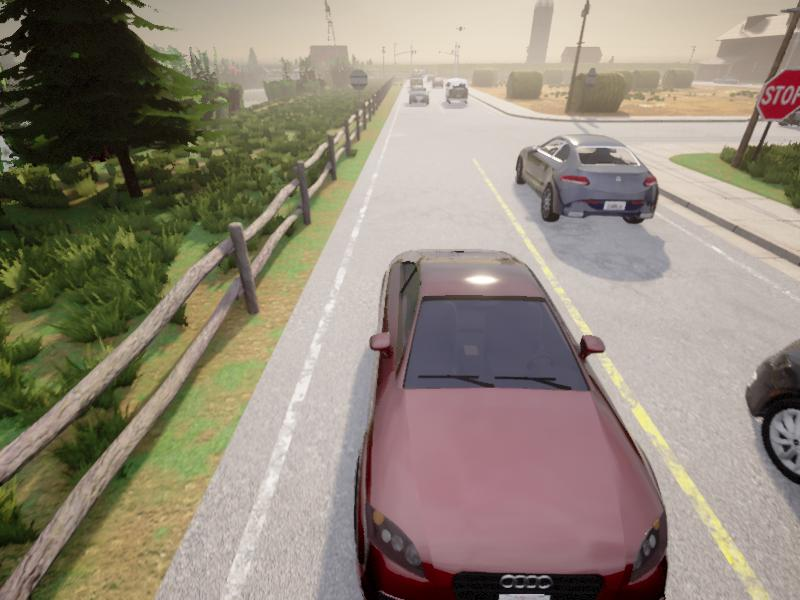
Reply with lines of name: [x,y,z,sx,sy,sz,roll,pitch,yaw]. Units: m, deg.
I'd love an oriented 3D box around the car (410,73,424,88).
car: [2.708,-35.921,65.461,2.150,2.045,5.566,1,30,1]

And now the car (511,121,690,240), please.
car: [4.391,-3.239,9.938,2.152,1.651,5.027,2,30,3]

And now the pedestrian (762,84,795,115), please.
pedestrian: [25.744,-13.658,27.250,0.751,1.860,0.751,-6,31,-10]

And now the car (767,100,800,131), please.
car: [24.015,-10.496,22.682,4.181,1.385,1.994,-1,30,-1]

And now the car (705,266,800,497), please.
car: [4.140,1.592,1.798,1.837,1.490,4.892,1,31,1]

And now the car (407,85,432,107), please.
car: [1.726,-18.608,36.351,2.128,1.511,4.902,1,30,1]

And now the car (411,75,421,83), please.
car: [3.359,-47.197,85.403,1.970,1.475,3.806,1,30,1]

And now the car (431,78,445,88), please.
car: [6.212,-35.646,65.718,1.895,1.301,4.718,1,30,1]

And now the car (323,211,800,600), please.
car: [0.714,0.486,3.809,1.994,1.385,4.181,1,30,1]

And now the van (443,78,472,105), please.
van: [5.283,-19.440,37.252,2.069,2.038,4.480,1,30,1]
